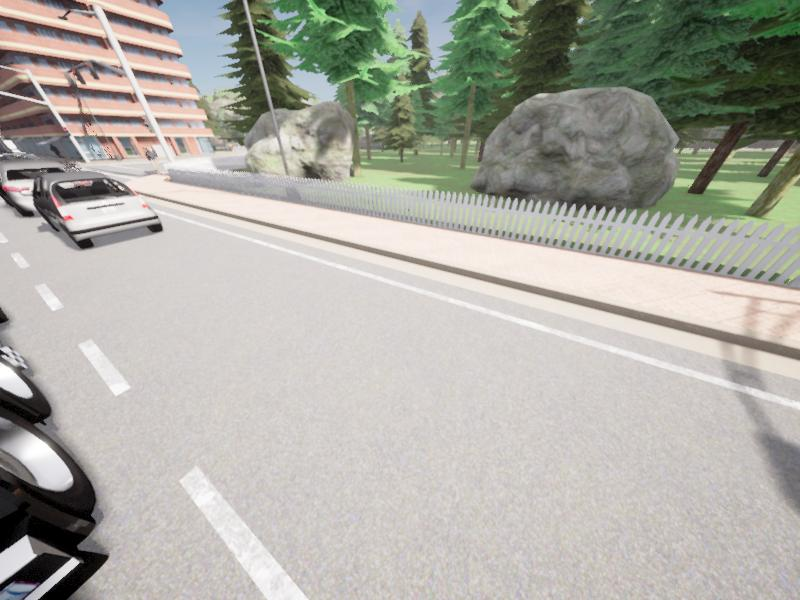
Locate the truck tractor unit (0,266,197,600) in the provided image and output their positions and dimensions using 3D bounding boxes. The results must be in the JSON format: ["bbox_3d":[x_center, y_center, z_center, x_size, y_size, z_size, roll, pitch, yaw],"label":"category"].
[{"bbox_3d":[-5.120,-0.289,0.784,6.516,4.208,3.053,18,39,24],"label":"truck tractor unit"}]

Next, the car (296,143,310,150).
[{"bbox_3d":[-25.357,-40.024,60.165,1.816,1.474,4.193,-26,42,-32],"label":"car"}]

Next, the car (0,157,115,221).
[{"bbox_3d":[-14.317,-4.623,9.255,4.611,1.667,2.242,19,39,25],"label":"car"}]

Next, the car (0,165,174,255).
[{"bbox_3d":[-8.948,-2.781,6.634,3.988,1.617,1.851,19,39,25],"label":"car"}]

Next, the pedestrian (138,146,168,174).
[{"bbox_3d":[-19.174,-10.879,17.956,0.751,1.860,0.751,22,41,29],"label":"pedestrian"}]

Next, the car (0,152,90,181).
[{"bbox_3d":[-27.174,-9.830,16.916,4.892,1.490,1.837,-20,40,-25],"label":"car"}]
